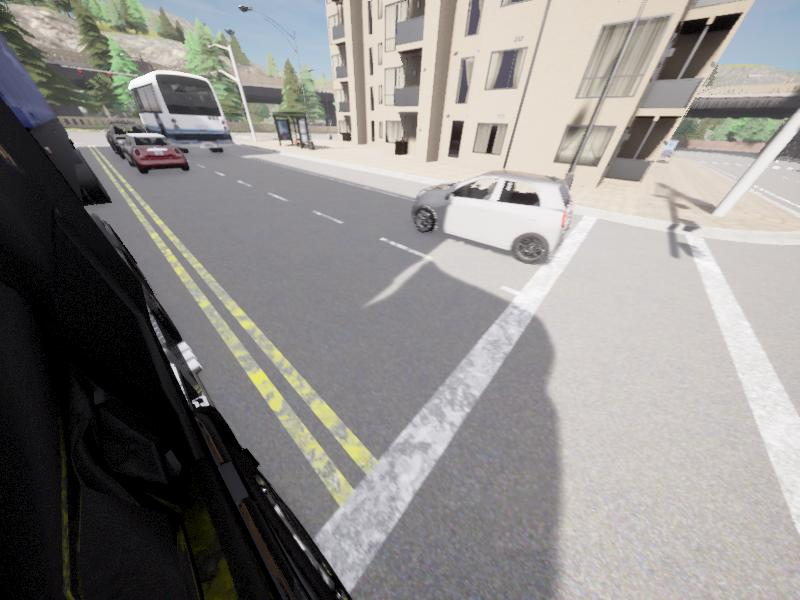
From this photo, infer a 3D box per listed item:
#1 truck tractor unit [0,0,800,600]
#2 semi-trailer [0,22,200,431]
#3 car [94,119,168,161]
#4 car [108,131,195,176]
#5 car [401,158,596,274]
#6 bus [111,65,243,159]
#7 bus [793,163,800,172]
[{"bbox_3d":[-2.645,-0.295,0.351,6.516,4.208,3.053,28,44,30],"label":"truck tractor unit"},{"bbox_3d":[-8.602,-3.674,4.314,14.254,4.402,2.717,29,44,31],"label":"semi-trailer"},{"bbox_3d":[-16.698,-9.989,14.333,4.605,1.855,1.932,29,44,31],"label":"car"},{"bbox_3d":[-12.203,-7.296,11.364,3.806,1.475,1.970,29,44,31],"label":"car"},{"bbox_3d":[2.048,-2.242,5.495,3.633,1.501,1.845,26,43,28],"label":"car"},{"bbox_3d":[-16.692,-13.667,17.257,10.273,4.253,3.944,29,44,31],"label":"bus"},{"bbox_3d":[41.279,-12.888,19.945,3.944,4.253,10.273,30,45,31],"label":"bus"}]
